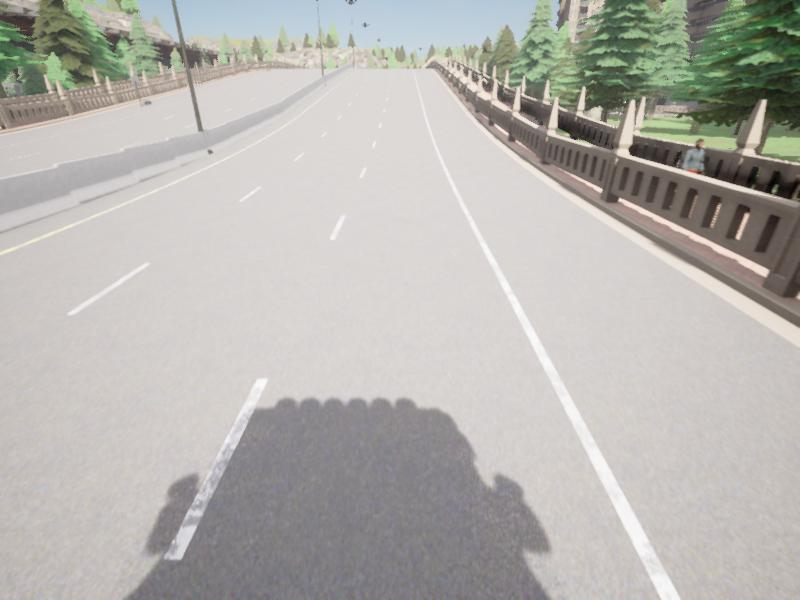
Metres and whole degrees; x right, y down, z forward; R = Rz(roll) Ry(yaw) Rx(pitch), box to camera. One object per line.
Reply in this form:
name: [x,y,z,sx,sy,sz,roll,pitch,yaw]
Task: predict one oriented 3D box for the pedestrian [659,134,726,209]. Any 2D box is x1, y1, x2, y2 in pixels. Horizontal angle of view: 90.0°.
pedestrian: [7.985,-3.525,11.021,0.751,1.860,0.751,0,27,1]
